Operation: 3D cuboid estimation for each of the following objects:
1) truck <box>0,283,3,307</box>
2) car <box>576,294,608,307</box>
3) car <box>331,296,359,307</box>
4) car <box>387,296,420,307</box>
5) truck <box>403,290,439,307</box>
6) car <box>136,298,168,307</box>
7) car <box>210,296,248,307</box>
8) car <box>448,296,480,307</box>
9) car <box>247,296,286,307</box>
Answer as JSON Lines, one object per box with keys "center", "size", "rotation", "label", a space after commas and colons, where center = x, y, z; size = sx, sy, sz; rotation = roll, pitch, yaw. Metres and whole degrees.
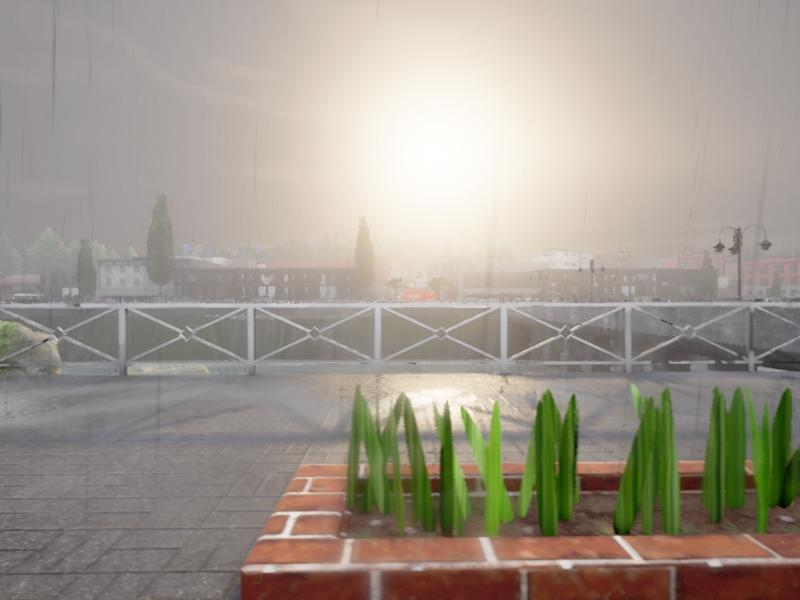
{"center": [-68.538, -0.773, 63.344], "size": [8.468, 3.827, 2.891], "rotation": [0, 0, -1], "label": "truck"}
{"center": [29.249, 0.041, 60.988], "size": [3.866, 1.878, 1.905], "rotation": [0, 0, -1], "label": "car"}
{"center": [-8.294, 0.245, 60.468], "size": [3.988, 1.617, 1.851], "rotation": [0, 0, 1], "label": "car"}
{"center": [0.588, 0.216, 64.370], "size": [5.238, 1.638, 1.930], "rotation": [0, 0, 1], "label": "car"}
{"center": [3.144, -0.205, 60.572], "size": [5.204, 2.467, 2.627], "rotation": [0, 0, 0], "label": "truck"}
{"center": [-39.499, 0.365, 63.810], "size": [3.806, 1.475, 1.970], "rotation": [0, 0, -1], "label": "car"}
{"center": [-27.335, 0.263, 64.010], "size": [5.238, 1.638, 1.930], "rotation": [-1, 0, -1], "label": "car"}
{"center": [10.257, 0.206, 64.548], "size": [4.856, 1.649, 2.033], "rotation": [0, 0, 0], "label": "car"}
{"center": [-20.013, 0.247, 60.275], "size": [5.238, 1.638, 1.930], "rotation": [0, 0, 0], "label": "car"}
